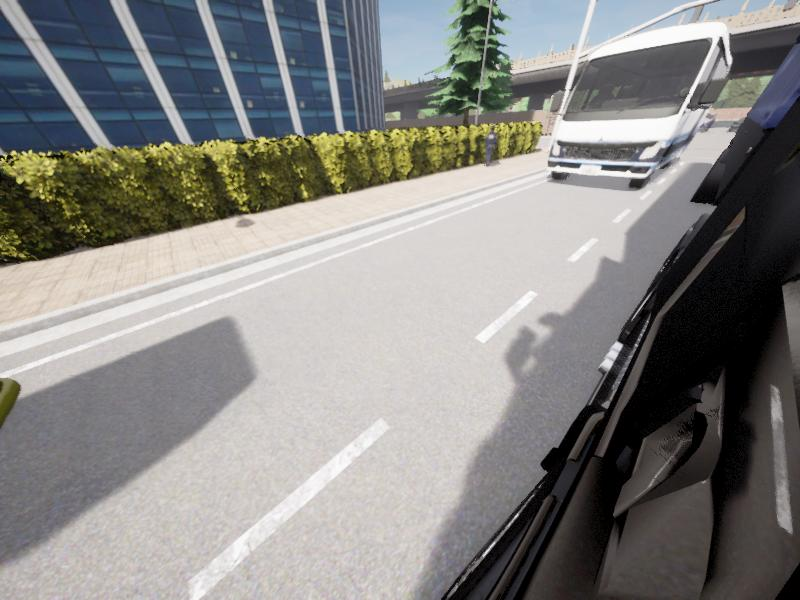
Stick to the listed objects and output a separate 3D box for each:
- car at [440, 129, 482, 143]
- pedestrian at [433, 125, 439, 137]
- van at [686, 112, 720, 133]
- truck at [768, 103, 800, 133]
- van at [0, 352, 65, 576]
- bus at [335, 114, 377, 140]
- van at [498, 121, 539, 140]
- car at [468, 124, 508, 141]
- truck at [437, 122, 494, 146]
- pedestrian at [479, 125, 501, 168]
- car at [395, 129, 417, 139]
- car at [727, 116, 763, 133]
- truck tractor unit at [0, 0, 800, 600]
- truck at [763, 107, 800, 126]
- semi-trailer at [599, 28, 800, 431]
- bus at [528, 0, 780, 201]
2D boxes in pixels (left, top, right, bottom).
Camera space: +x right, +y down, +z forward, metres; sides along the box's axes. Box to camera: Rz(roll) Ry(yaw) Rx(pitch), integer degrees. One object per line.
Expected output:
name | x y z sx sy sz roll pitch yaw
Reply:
car | 8.264 -22.579 31.826 2.033 1.411 5.357 -29 44 -30
pedestrian | 7.221 -33.822 46.133 0.751 1.860 0.751 -30 45 -32
van | 38.814 -22.694 29.590 4.442 1.987 1.775 -29 44 -31
truck | 43.288 -19.765 25.011 5.204 2.467 2.627 -29 44 -30
van | -4.831 1.536 0.279 4.442 1.987 1.775 -29 44 -30
bus | -10.090 -39.002 52.433 3.944 4.253 10.273 -29 44 -30
van | 16.508 -23.767 32.375 1.775 1.987 4.442 -29 44 -30
car | 12.178 -23.352 32.266 2.097 1.767 4.553 -29 44 -30
truck | 7.667 -20.031 27.898 2.390 2.098 6.274 -29 44 -30
pedestrian | 4.796 -8.199 12.380 0.751 1.860 0.751 11 39 17
car | 1.164 -33.793 47.061 2.007 1.525 4.514 -29 44 -30
car | 41.154 -20.970 27.599 4.674 1.442 1.812 -29 44 -30
truck tractor unit | 2.645 -0.295 0.351 6.516 4.208 3.053 -28 44 -30
truck | 58.955 -28.304 35.625 6.274 2.098 2.390 -29 44 -30
semi-trailer | 8.623 -3.666 4.284 14.254 4.402 2.717 -29 44 -30
bus | 10.445 -7.767 9.747 10.273 4.253 3.944 -29 44 -31
